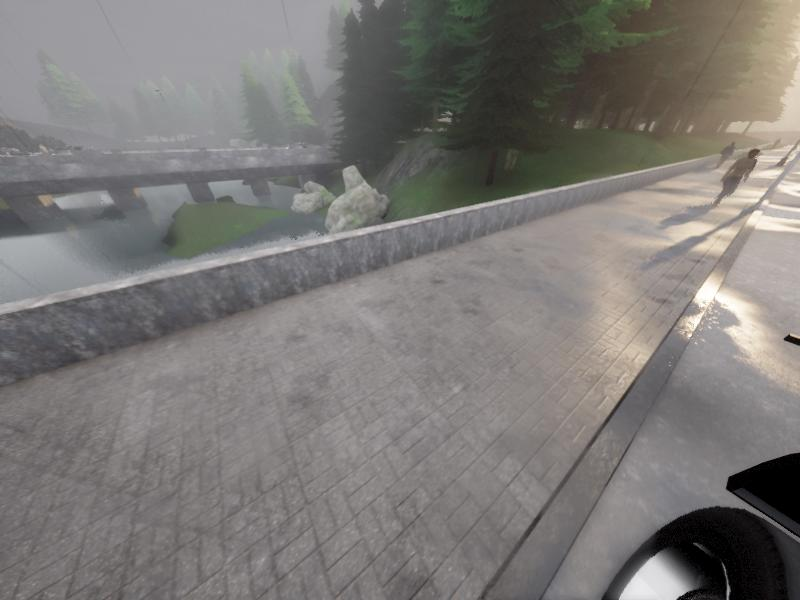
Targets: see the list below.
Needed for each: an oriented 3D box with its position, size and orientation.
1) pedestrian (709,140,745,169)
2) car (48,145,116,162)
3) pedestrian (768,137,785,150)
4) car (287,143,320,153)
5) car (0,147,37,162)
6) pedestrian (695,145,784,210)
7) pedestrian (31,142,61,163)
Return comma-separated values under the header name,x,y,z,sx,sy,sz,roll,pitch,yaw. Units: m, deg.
name,x,y,z,sx,sy,sz,roll,pitch,yaw
pedestrian,24.868,-11.078,17.607,0.751,1.860,0.751,-22,40,-27
car,-39.871,-18.527,29.163,4.514,1.525,2.007,-22,41,-28
pedestrian,65.272,-27.097,40.039,0.751,1.860,0.751,-23,41,-28
car,-17.437,-27.595,41.892,4.892,1.490,1.837,-22,41,-28
car,-48.822,-17.655,28.064,4.674,1.442,1.812,-22,40,-28
pedestrian,11.497,-4.197,7.942,0.751,1.860,0.751,19,40,25
pedestrian,-38.524,-16.088,25.181,0.751,1.860,0.751,-7,36,-9
